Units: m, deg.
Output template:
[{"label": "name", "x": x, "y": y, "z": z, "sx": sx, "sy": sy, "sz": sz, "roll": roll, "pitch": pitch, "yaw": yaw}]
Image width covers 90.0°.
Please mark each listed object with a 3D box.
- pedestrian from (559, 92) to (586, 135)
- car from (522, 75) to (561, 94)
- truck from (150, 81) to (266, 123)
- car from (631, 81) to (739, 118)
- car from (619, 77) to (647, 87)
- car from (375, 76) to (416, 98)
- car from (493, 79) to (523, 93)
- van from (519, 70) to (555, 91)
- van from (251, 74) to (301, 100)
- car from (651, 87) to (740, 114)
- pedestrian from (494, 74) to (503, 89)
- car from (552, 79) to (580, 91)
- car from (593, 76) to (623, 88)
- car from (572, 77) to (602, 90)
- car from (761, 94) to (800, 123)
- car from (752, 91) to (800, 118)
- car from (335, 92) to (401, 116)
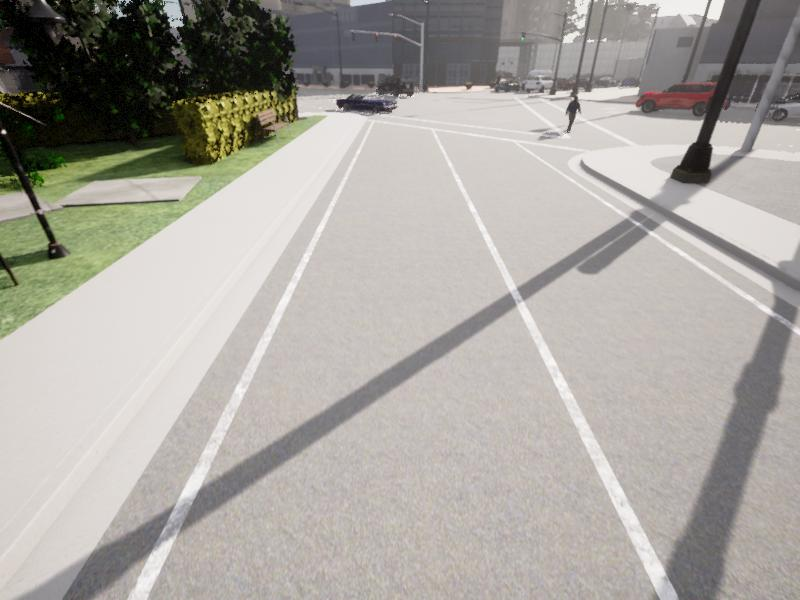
[{"label": "pedestrian", "x": 8.643, "y": -9.341, "z": 20.069, "sx": 0.751, "sy": 1.860, "sz": 0.751, "roll": 4, "pitch": 31, "yaw": 7}, {"label": "car", "x": 18.969, "y": -28.897, "z": 53.495, "sx": 5.566, "sy": 2.045, "sz": 2.150, "roll": -26, "pitch": 39, "yaw": -37}, {"label": "truck", "x": -12.643, "y": -13.356, "z": 26.809, "sx": 6.274, "sy": 2.098, "sz": 2.390, "roll": -26, "pitch": 39, "yaw": -37}, {"label": "car", "x": 20.154, "y": -14.410, "z": 28.576, "sx": 2.150, "sy": 2.045, "sz": 5.566, "roll": -26, "pitch": 39, "yaw": -37}, {"label": "car", "x": 40.327, "y": -37.760, "z": 69.253, "sx": 4.193, "sy": 1.474, "sz": 1.816, "roll": -15, "pitch": 33, "yaw": -24}, {"label": "car", "x": -0.589, "y": -24.864, "z": 46.653, "sx": 2.150, "sy": 2.045, "sz": 5.566, "roll": -17, "pitch": 34, "yaw": -28}, {"label": "car", "x": 14.616, "y": -28.956, "z": 54.161, "sx": 4.193, "sy": 1.474, "sz": 1.816, "roll": -26, "pitch": 39, "yaw": -37}, {"label": "van", "x": 19.970, "y": -32.049, "z": 58.405, "sx": 5.915, "sy": 2.561, "sz": 1.988, "roll": -26, "pitch": 39, "yaw": -37}, {"label": "van", "x": -14.211, "y": -24.408, "z": 45.625, "sx": 2.351, "sy": 2.431, "sz": 6.366, "roll": -26, "pitch": 39, "yaw": -37}, {"label": "car", "x": 22.631, "y": -15.439, "z": 30.852, "sx": 1.882, "sy": 1.535, "sz": 5.008, "roll": -26, "pitch": 39, "yaw": -38}, {"label": "pedestrian", "x": 14.407, "y": -31.996, "z": 58.639, "sx": 0.751, "sy": 1.860, "sz": 0.751, "roll": -15, "pitch": 33, "yaw": -23}, {"label": "car", "x": 24.108, "y": -31.172, "z": 57.961, "sx": 4.193, "sy": 1.474, "sz": 1.816, "roll": -26, "pitch": 39, "yaw": -37}, {"label": "car", "x": 34.285, "y": -35.906, "z": 65.909, "sx": 5.238, "sy": 1.638, "sz": 1.930, "roll": -22, "pitch": 37, "yaw": -33}, {"label": "car", "x": 28.954, "y": -33.599, "z": 61.955, "sx": 5.238, "sy": 1.638, "sz": 1.930, "roll": -26, "pitch": 39, "yaw": -37}, {"label": "car", "x": 25.297, "y": -11.576, "z": 24.224, "sx": 1.812, "sy": 1.442, "sz": 4.674, "roll": -27, "pitch": 39, "yaw": -37}, {"label": "car", "x": 27.193, "y": -13.129, "z": 26.863, "sx": 1.837, "sy": 1.490, "sz": 4.892, "roll": -26, "pitch": 39, "yaw": -38}, {"label": "car", "x": -2.400, "y": -14.706, "z": 29.923, "sx": 4.718, "sy": 1.301, "sz": 1.895, "roll": 20, "pitch": 36, "yaw": 31}]
